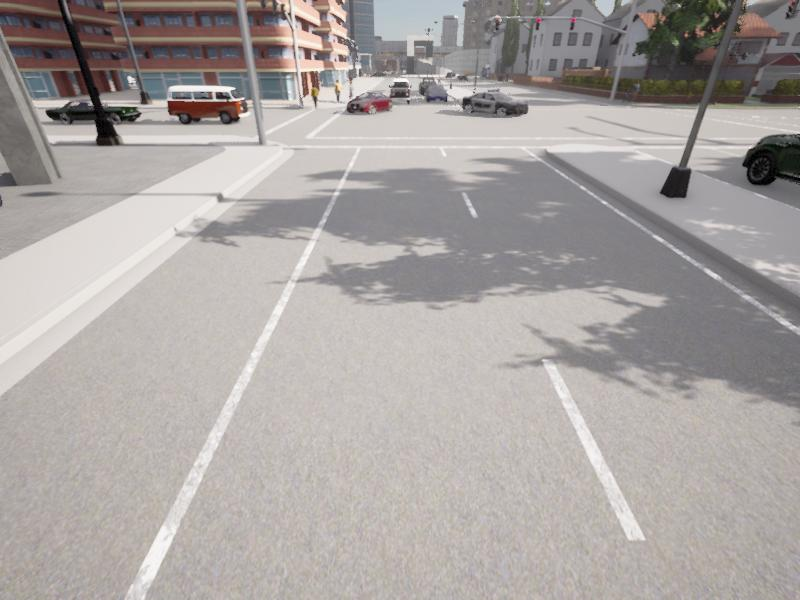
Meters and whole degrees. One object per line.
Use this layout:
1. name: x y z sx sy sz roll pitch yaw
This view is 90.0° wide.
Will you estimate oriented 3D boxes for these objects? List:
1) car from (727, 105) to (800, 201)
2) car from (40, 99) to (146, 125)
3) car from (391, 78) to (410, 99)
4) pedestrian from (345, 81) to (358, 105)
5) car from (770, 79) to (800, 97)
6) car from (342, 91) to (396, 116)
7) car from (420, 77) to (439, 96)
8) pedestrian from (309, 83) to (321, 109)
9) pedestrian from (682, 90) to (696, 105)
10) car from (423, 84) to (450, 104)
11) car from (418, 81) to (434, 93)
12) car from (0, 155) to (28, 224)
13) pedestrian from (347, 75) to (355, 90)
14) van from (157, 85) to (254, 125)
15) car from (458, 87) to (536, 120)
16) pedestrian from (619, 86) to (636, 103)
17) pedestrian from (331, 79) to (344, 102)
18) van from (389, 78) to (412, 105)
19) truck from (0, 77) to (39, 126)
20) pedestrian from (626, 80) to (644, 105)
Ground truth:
1. car: 11.510 -3.418 9.840 2.150 2.045 5.566 0 30 0
2. car: -18.523 -11.457 24.348 4.718 1.301 1.895 0 30 -1
3. car: 0.032 -23.234 43.937 1.932 1.855 4.605 0 30 0
4. pedestrian: -4.371 -18.645 36.048 0.751 1.860 0.751 25 39 36
5. car: 41.452 -22.142 41.789 1.970 1.475 3.806 0 30 0
6. car: -2.198 -14.810 30.018 1.994 1.385 4.181 17 34 26
7. car: 3.531 -25.998 48.657 1.905 1.878 3.866 0 30 0
8. pedestrian: -6.867 -16.502 32.379 0.751 1.860 0.751 -5 31 -9
9. pedestrian: 25.130 -17.604 34.734 0.500 1.100 0.500 0 30 0
10. car: 3.541 -20.327 39.352 2.163 1.488 4.792 0 30 0
11. car: 3.535 -29.346 54.978 1.895 1.301 4.718 0 30 0
12. car: -9.704 -1.566 6.807 2.242 1.667 4.611 0 30 0
13. pedestrian: -6.929 -30.968 56.842 0.751 1.860 0.751 7 31 11
14. van: -11.598 -11.811 24.216 4.480 2.038 2.069 -1 30 -1
15. car: 6.681 -13.984 28.334 1.930 1.638 5.238 -22 37 -32
16. pedestrian: 20.493 -18.472 36.019 0.751 1.300 0.751 -12 32 -19
17. pedestrian: -5.744 -19.353 36.958 0.751 1.860 0.751 26 39 37
18. van: 0.026 -19.626 37.597 2.069 2.038 4.480 0 30 0
19. truck: -25.827 -11.907 23.953 5.204 2.467 2.627 0 30 -1
20. pedestrian: 20.334 -17.958 34.594 0.751 1.860 0.751 7 31 11
